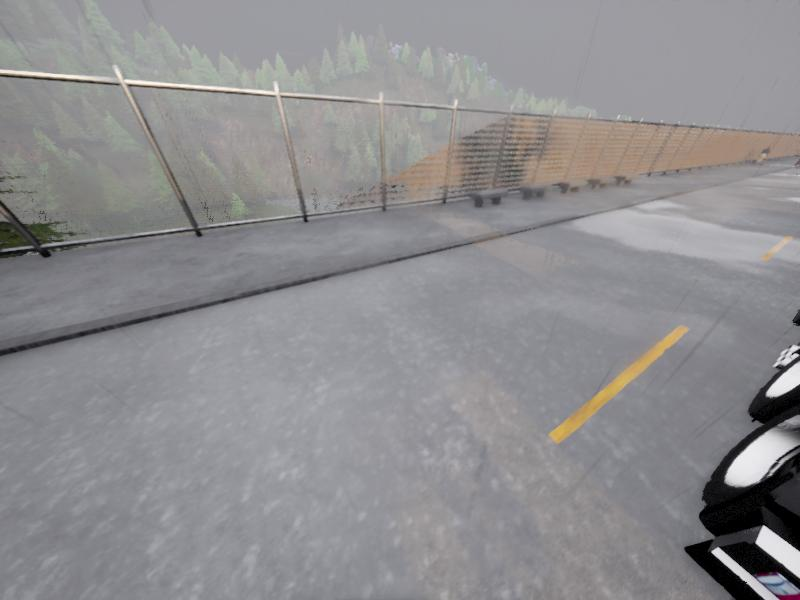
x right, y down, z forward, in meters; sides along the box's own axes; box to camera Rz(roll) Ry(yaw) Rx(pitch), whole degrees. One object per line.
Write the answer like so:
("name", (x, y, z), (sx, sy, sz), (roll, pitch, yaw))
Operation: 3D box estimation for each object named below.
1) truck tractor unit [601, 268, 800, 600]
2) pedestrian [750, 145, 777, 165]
("truck tractor unit", (5.124, -0.286, 0.773), (6.516, 4.208, 3.053), (-18, 39, -24))
("pedestrian", (41.851, -16.708, 26.590), (0.751, 1.860, 0.751), (-17, 38, -23))
